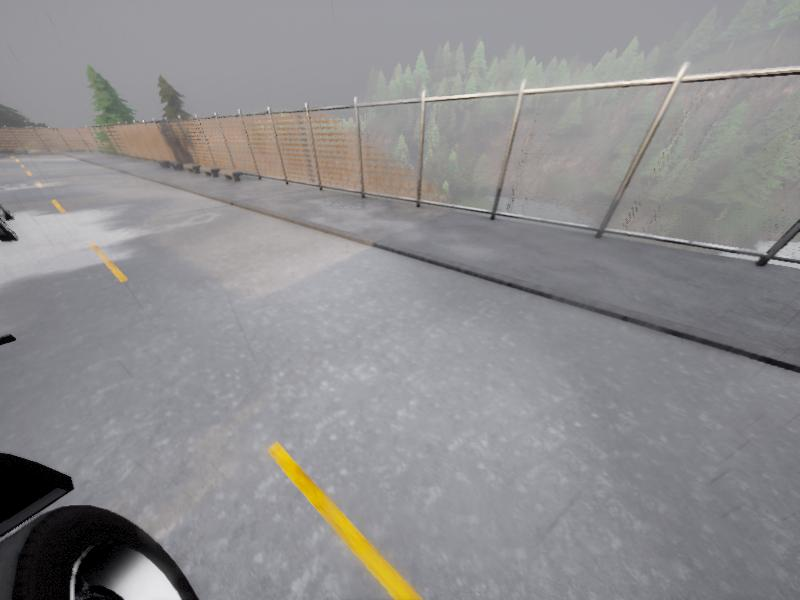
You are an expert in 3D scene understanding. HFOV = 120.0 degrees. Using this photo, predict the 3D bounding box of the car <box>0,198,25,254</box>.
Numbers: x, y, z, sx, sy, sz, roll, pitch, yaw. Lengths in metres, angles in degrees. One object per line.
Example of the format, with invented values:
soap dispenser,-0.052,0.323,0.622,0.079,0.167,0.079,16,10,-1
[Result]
car,-11.783,-2.326,5.691,5.238,1.638,1.930,22,41,28
